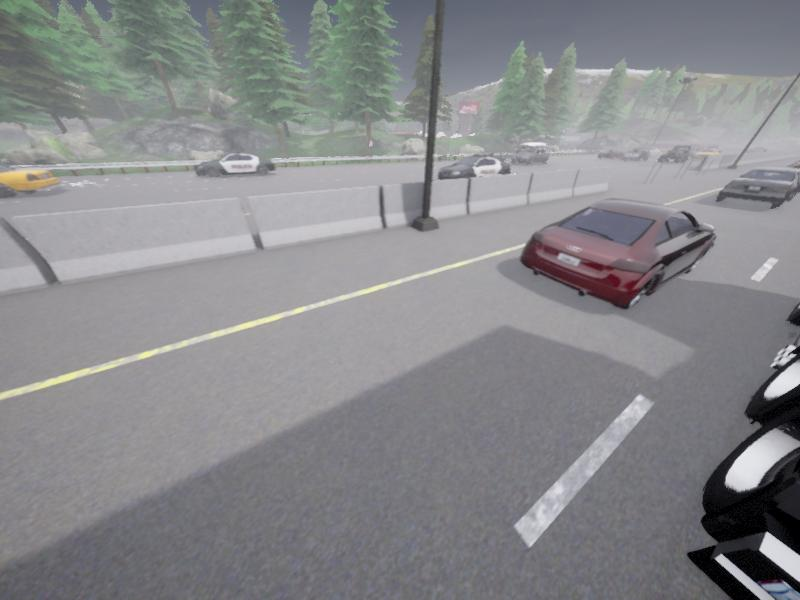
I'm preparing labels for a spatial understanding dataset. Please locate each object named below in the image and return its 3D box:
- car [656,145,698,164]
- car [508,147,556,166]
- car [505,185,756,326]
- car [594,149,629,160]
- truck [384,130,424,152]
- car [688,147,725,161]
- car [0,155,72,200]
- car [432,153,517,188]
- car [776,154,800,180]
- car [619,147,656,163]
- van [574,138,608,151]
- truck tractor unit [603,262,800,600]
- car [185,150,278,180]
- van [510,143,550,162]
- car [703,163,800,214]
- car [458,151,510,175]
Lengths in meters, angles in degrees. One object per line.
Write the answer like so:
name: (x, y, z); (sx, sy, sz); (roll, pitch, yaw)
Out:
car: (34.694, -18.291, 29.005); (3.866, 1.878, 1.905); (-18, 39, -25)
car: (14.909, -16.332, 26.189); (4.611, 1.667, 2.242); (-18, 39, -24)
car: (4.534, -1.258, 4.665); (4.181, 1.385, 1.994); (-18, 39, -25)
car: (31.406, -21.592, 34.243); (4.718, 1.301, 1.895); (-18, 39, -25)
truck: (0.884, -35.463, 51.674); (8.468, 3.827, 2.891); (-3, 35, -5)
car: (45.615, -21.743, 34.347); (5.366, 1.575, 1.801); (-18, 39, -25)
car: (-19.029, -5.174, 9.892); (5.366, 1.575, 1.801); (-18, 39, -25)
car: (4.690, -8.307, 14.672); (4.974, 1.542, 2.038); (-18, 39, -25)
car: (31.558, -10.180, 17.621); (4.974, 1.542, 2.038); (-18, 39, -25)
car: (31.852, -19.555, 31.046); (3.988, 1.617, 1.851); (-18, 39, -25)
van: (47.934, -39.138, 58.175); (1.988, 2.561, 5.915); (-18, 39, -25)
truck tractor unit: (5.108, -0.303, 0.792); (6.516, 4.208, 3.053); (-18, 39, -24)
car: (-11.841, -9.824, 16.695); (4.974, 1.542, 2.038); (-18, 39, -25)
van: (17.157, -19.535, 30.498); (4.480, 2.038, 2.069); (-18, 39, -25)
car: (16.490, -5.183, 10.408); (5.357, 1.411, 2.033); (-18, 39, -25)
car: (6.949, -11.374, 19.103); (3.633, 1.501, 1.845); (-18, 39, -25)
